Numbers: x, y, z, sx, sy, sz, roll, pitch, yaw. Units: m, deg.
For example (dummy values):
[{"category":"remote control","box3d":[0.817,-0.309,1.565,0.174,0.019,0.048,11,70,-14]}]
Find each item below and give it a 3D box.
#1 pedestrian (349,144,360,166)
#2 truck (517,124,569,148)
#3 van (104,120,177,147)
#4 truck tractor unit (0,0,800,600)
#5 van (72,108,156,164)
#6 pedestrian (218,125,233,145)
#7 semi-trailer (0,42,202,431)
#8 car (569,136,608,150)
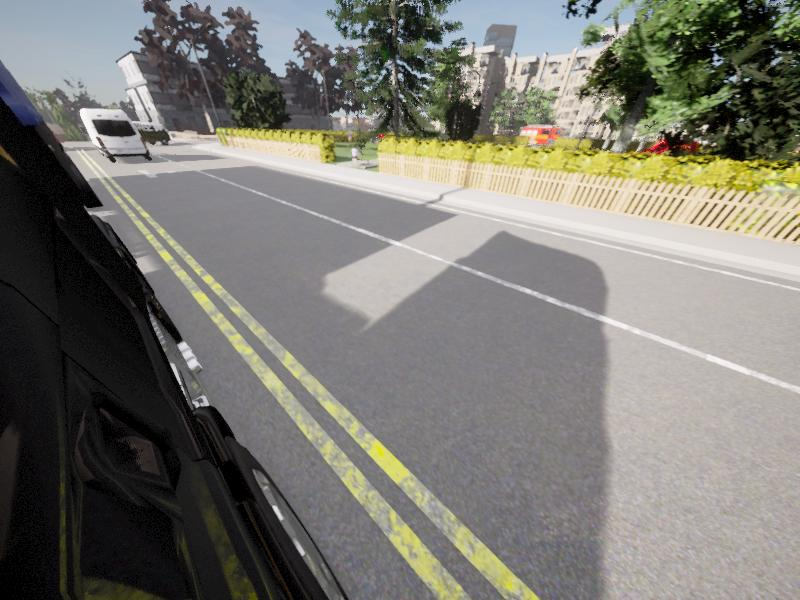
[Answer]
[{"category":"pedestrian","box3d":[-2.737,-8.748,13.920,0.500,1.100,0.500,-8,38,-13]},{"category":"truck","box3d":[31.350,-36.251,51.018,8.468,3.827,2.891,29,44,32]},{"category":"van","box3d":[-26.654,-17.302,24.059,2.069,2.038,4.480,3,35,2]},{"category":"truck tractor unit","box3d":[-2.645,-0.295,0.352,6.516,4.208,3.053,28,44,30]},{"category":"van","box3d":[-18.553,-10.649,14.957,5.915,2.561,1.988,28,43,30]},{"category":"pedestrian","box3d":[-21.083,-19.912,27.898,0.751,1.860,0.751,-23,43,-30]},{"category":"semi-trailer","box3d":[-8.734,-3.553,4.232,14.254,4.402,2.717,28,44,30]},{"category":"car","box3d":[38.060,-31.836,46.878,5.566,2.045,2.150,28,44,31]}]
